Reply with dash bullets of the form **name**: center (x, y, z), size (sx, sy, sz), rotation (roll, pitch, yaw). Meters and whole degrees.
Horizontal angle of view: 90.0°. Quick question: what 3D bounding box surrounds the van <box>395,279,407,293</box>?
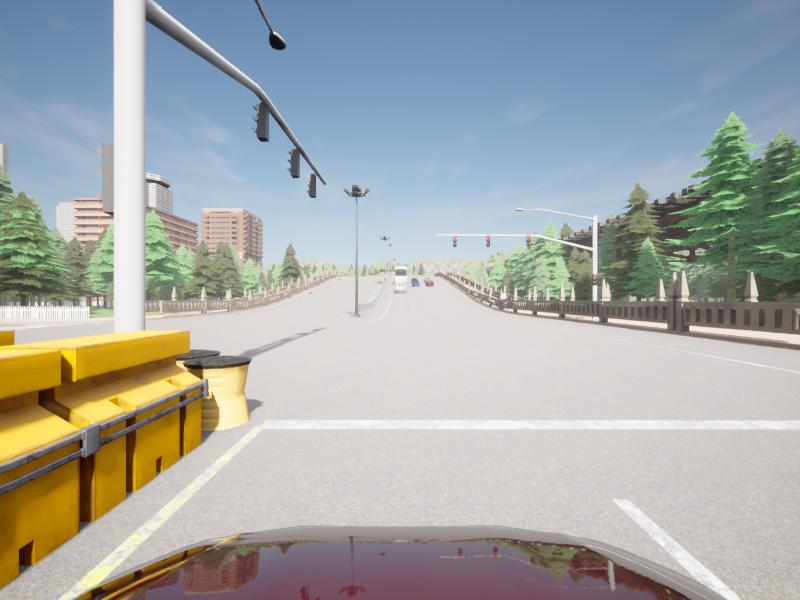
- **van**: center (0.184, -3.028, 84.238), size (2.351, 2.431, 6.366), rotation (0, 7, 0)

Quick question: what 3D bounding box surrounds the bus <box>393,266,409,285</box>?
- **bus**: center (0.169, -6.351, 103.208), size (3.944, 4.253, 10.273), rotation (0, 7, 0)

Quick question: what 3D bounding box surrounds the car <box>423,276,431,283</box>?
- **car**: center (7.314, -5.531, 107.503), size (1.801, 1.575, 5.366), rotation (0, 7, 0)
